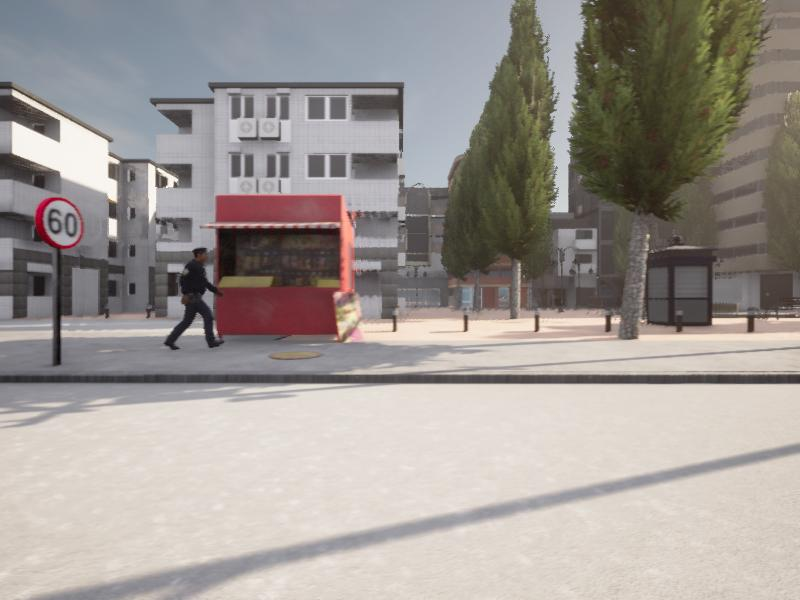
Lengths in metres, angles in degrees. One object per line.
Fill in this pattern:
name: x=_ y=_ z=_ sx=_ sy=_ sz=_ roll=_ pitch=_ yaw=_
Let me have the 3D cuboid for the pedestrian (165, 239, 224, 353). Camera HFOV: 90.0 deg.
pedestrian: x=-3.552 y=-0.069 z=6.983 sx=0.751 sy=1.860 sz=0.751 roll=0 pitch=0 yaw=-12
